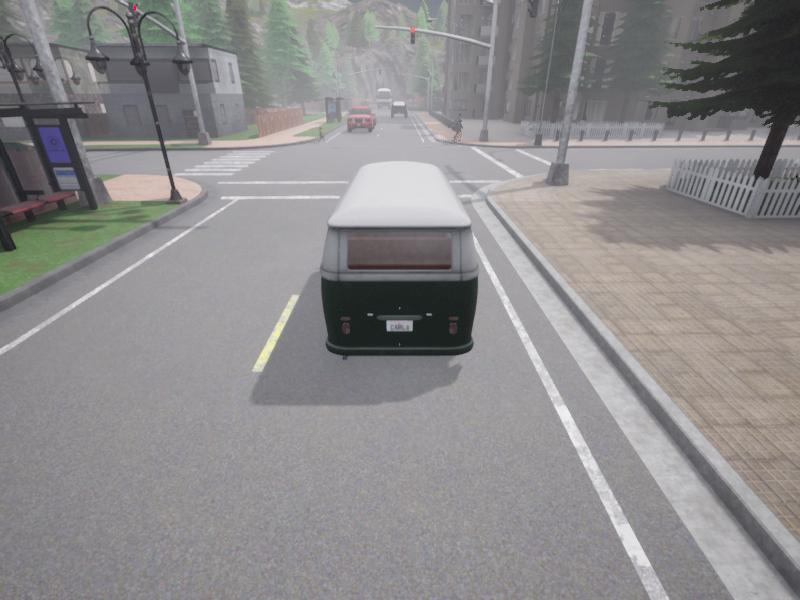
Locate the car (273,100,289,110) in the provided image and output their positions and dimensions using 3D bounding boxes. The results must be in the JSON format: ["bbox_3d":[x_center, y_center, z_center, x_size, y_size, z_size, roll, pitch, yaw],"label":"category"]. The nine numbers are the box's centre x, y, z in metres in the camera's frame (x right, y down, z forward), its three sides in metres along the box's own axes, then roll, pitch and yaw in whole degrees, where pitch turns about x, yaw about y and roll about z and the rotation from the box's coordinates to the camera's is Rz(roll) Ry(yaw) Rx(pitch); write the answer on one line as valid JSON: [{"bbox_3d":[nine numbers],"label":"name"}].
[{"bbox_3d":[-25.207,-41.444,84.938,1.932,1.855,4.605,-1,27,-1],"label":"car"}]

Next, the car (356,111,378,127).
[{"bbox_3d":[-3.595,-20.066,44.192,1.994,1.385,4.181,0,27,0],"label":"car"}]

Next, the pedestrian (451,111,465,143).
[{"bbox_3d":[3.869,-11.502,26.597,0.751,1.860,0.751,6,28,11],"label":"pedestrian"}]

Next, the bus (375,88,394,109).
[{"bbox_3d":[-3.590,-48.001,95.434,3.944,4.253,10.273,0,27,0],"label":"bus"}]

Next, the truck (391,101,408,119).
[{"bbox_3d":[-0.129,-28.018,58.878,2.390,2.098,6.274,0,27,0],"label":"truck"}]

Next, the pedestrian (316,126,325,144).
[{"bbox_3d":[-5.459,-11.321,27.405,0.500,1.100,0.500,-4,27,-8],"label":"pedestrian"}]

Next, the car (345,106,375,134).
[{"bbox_3d":[-3.578,-16.714,36.924,2.150,2.045,5.566,0,27,0],"label":"car"}]

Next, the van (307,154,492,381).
[{"bbox_3d":[-0.010,-0.936,6.267,1.775,1.987,4.442,0,27,0],"label":"van"}]
